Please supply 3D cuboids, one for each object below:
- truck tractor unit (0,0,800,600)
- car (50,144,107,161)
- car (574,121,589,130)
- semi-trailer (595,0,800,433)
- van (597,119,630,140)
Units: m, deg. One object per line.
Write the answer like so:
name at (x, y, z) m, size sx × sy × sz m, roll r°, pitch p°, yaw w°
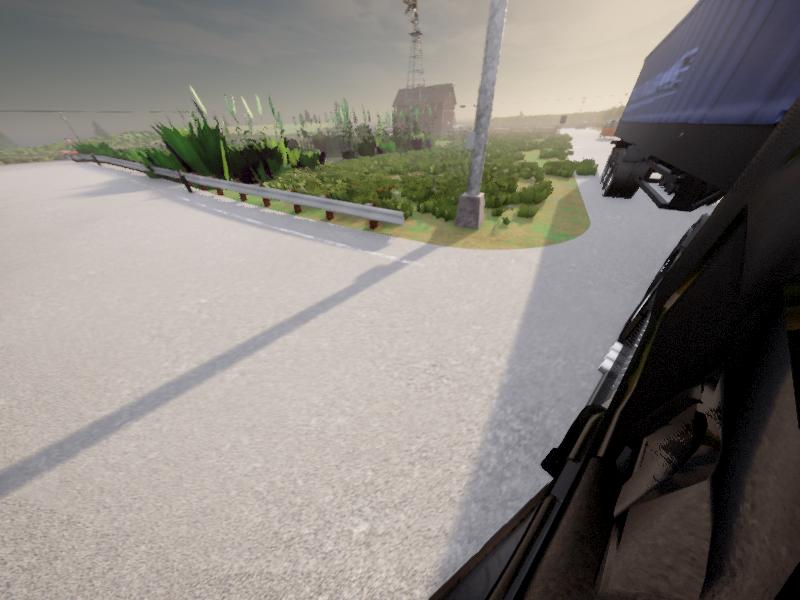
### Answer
truck tractor unit at (2.645, -0.295, 0.351) m, size 6.516 × 4.208 × 3.053 m, roll -28°, pitch 44°, yaw -30°
car at (-48.372, -22.261, 34.845) m, size 2.097 × 1.767 × 4.553 m, roll 21°, pitch 43°, yaw 28°
car at (47.906, -46.138, 61.050) m, size 2.242 × 1.667 × 4.611 m, roll 16°, pitch 41°, yaw 23°
semi-trailer at (7.316, -4.286, 5.232) m, size 2.717 × 4.402 × 14.254 m, roll 20°, pitch 42°, yaw 26°
van at (26.422, -21.259, 28.767) m, size 1.775 × 1.987 × 4.442 m, roll 16°, pitch 41°, yaw 23°
